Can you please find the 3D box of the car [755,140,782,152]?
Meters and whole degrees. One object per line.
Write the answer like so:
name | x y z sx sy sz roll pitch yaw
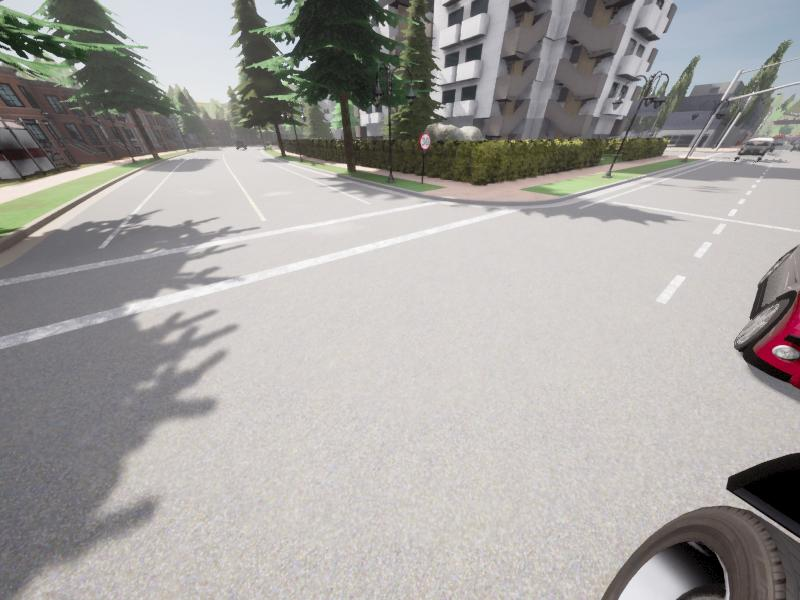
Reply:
car | 62.059 -25.900 38.897 3.705 1.549 1.789 -23 41 -28

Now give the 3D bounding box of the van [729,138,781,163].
van | 37.066 -15.679 24.154 4.480 2.038 2.069 -22 41 -29

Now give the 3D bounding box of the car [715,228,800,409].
car | 5.839 0.058 2.531 3.806 1.475 1.970 -22 41 -28

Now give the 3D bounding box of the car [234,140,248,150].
car | -37.084 -36.209 53.883 1.905 1.878 3.866 -14 38 -19
